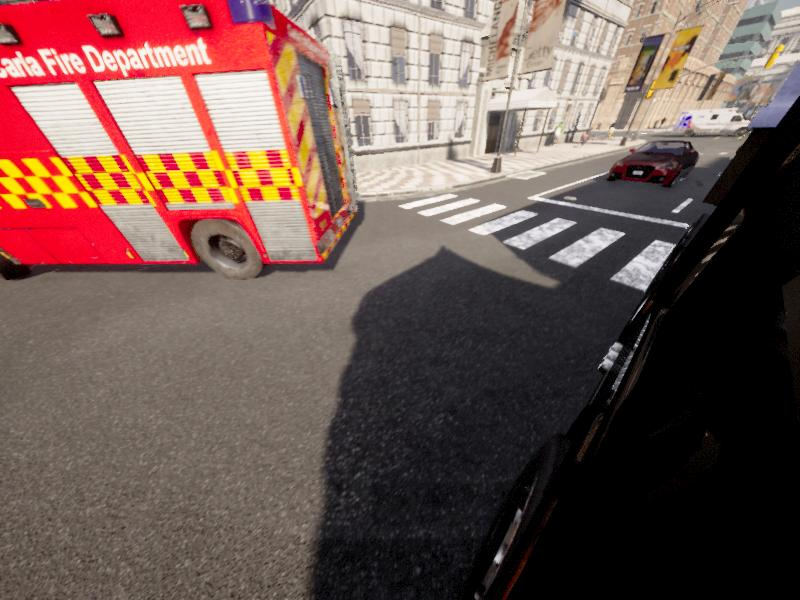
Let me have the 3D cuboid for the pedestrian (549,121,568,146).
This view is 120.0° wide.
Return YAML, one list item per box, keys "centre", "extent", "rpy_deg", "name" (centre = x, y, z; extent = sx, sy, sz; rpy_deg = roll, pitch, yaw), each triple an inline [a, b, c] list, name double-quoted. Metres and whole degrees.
- centre: [14.653, -15.376, 21.398]
  extent: [0.751, 1.860, 0.751]
  rpy_deg: [-27, 43, -28]
  name: "pedestrian"

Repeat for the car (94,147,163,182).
- centre: [-19.502, -10.057, 16.907]
  extent: [2.152, 1.651, 5.027]
  rpy_deg: [-25, 42, -27]
  name: "car"

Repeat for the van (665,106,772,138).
- centre: [34.540, -19.459, 25.435]
  extent: [2.351, 2.431, 6.366]
  rpy_deg: [-26, 43, -27]
  name: "van"

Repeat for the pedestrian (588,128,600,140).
- centre: [21.671, -18.527, 25.798]
  extent: [0.500, 1.100, 0.500]
  rpy_deg: [-26, 43, -28]
  name: "pedestrian"

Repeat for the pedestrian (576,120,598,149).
- centre: [15.012, -13.316, 18.629]
  extent: [0.751, 1.860, 0.751]
  rpy_deg: [19, 42, 26]
  name: "pedestrian"

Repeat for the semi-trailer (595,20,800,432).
- centre: [8.875, -3.475, 4.050]
  extent: [14.254, 4.402, 2.717]
  rpy_deg: [-26, 43, -28]
  name: "semi-trailer"

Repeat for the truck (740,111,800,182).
- centre: [17.103, -6.468, 9.468]
  extent: [6.274, 2.098, 2.390]
  rpy_deg: [-25, 42, -27]
  name: "truck"

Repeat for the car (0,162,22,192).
- centre: [-24.075, -6.559, 12.559]
  extent: [1.801, 1.575, 5.366]
  rpy_deg: [-25, 42, -27]
  name: "car"

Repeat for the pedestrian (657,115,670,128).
- centre: [48.947, -33.128, 42.946]
  extent: [0.751, 1.860, 0.751]
  rpy_deg: [-29, 44, -31]
  name: "pedestrian"

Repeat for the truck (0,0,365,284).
- centre: [-5.345, -2.711, 4.404]
  extent: [8.468, 3.827, 2.891]
  rpy_deg: [0, 37, 4]
  name: "truck"

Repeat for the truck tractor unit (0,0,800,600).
- centre: [2.645, -0.295, 0.351]
  extent: [6.516, 4.208, 3.053]
  rpy_deg: [-28, 44, -30]
  name: "truck tractor unit"

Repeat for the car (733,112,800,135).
- centre: [40.728, -19.179, 25.144]
  extent: [1.932, 1.855, 4.605]
  rpy_deg: [-3, 37, -1]
  name: "car"

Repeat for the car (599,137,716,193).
- centre: [10.385, -5.603, 9.337]
  extent: [4.181, 1.385, 1.994]
  rpy_deg: [-25, 42, -27]
  name: "car"
